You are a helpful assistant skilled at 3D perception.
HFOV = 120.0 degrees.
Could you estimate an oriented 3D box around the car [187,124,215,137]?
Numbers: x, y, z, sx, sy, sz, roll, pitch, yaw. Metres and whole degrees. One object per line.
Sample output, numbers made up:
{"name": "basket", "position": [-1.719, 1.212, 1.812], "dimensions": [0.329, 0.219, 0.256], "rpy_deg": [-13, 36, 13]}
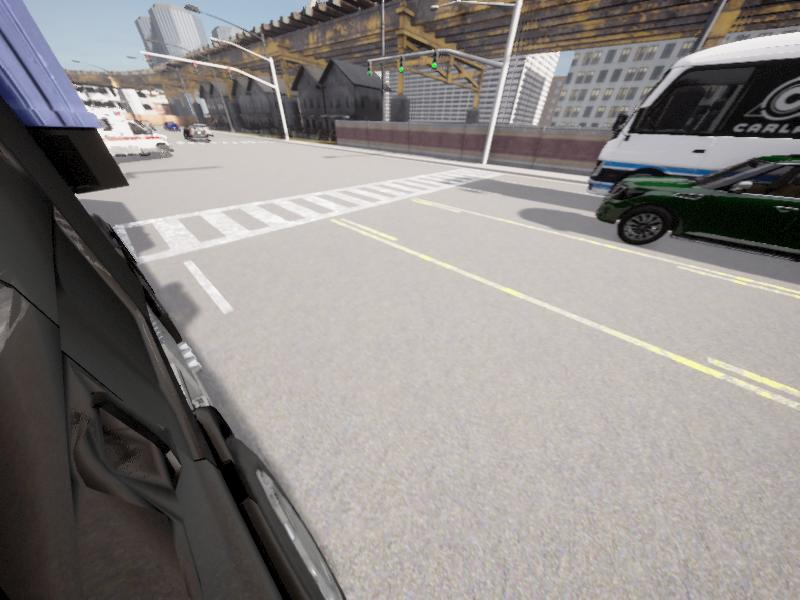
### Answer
{"name": "car", "position": [-29.937, -25.540, 34.761], "dimensions": [3.806, 1.475, 1.970], "rpy_deg": [29, 44, 31]}

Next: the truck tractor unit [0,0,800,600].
{"name": "truck tractor unit", "position": [-2.645, -0.295, 0.351], "dimensions": [6.516, 4.208, 3.053], "rpy_deg": [28, 44, 30]}

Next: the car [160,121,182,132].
{"name": "car", "position": [-44.033, -33.374, 44.427], "dimensions": [4.674, 1.442, 1.812], "rpy_deg": [29, 44, 31]}

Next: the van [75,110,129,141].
{"name": "van", "position": [-31.472, -18.426, 24.385], "dimensions": [6.366, 2.431, 2.351], "rpy_deg": [29, 45, 31]}

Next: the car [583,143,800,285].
{"name": "car", "position": [7.874, -1.931, 4.965], "dimensions": [5.566, 2.045, 2.150], "rpy_deg": [29, 44, 31]}

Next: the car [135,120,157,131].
{"name": "car", "position": [-46.948, -32.240, 42.658], "dimensions": [3.705, 1.549, 1.789], "rpy_deg": [29, 44, 31]}

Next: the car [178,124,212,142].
{"name": "car", "position": [-23.823, -19.375, 26.821], "dimensions": [3.705, 1.549, 1.789], "rpy_deg": [29, 44, 31]}

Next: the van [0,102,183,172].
{"name": "van", "position": [-16.260, -8.779, 12.392], "dimensions": [2.351, 2.431, 6.366], "rpy_deg": [8, 37, 7]}

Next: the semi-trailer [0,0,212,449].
{"name": "semi-trailer", "position": [-10.046, -1.834, 1.800], "dimensions": [14.254, 4.402, 2.717], "rpy_deg": [7, 36, 5]}

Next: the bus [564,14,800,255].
{"name": "bus", "position": [11.165, -3.705, 5.680], "dimensions": [10.273, 4.253, 3.944], "rpy_deg": [29, 44, 31]}

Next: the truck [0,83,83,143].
{"name": "truck", "position": [-33.278, -17.168, 21.438], "dimensions": [8.468, 3.827, 2.891], "rpy_deg": [29, 44, 31]}
